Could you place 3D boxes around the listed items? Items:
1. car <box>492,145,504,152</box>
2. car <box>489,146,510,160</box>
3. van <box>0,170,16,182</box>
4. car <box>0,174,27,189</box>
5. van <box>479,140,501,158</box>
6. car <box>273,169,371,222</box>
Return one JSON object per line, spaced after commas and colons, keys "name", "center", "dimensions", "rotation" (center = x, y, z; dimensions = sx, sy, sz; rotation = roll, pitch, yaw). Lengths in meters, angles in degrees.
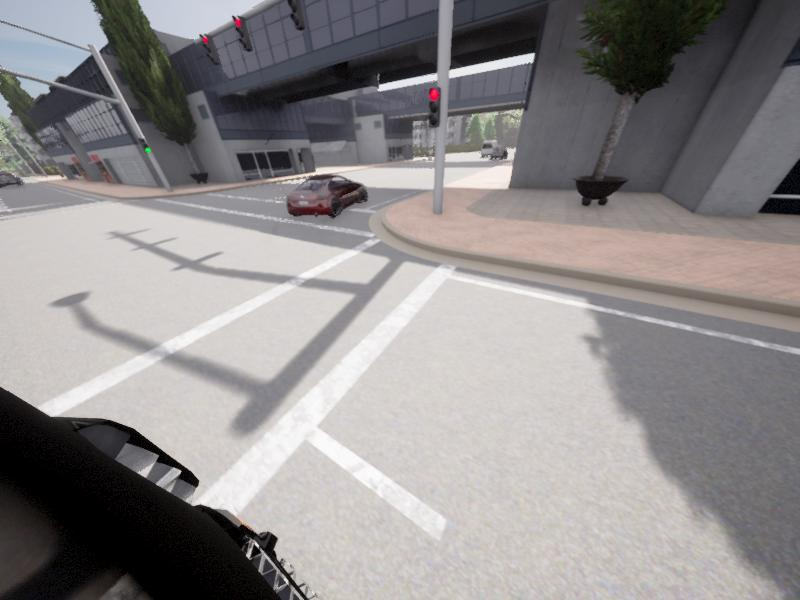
{"name": "car", "center": [26.985, -41.540, 63.338], "dimensions": [1.837, 1.490, 4.892], "rotation": [16, 38, 26]}
{"name": "car", "center": [15.184, -22.321, 35.114], "dimensions": [1.851, 1.617, 3.988], "rotation": [17, 38, 27]}
{"name": "van", "center": [-79.095, -24.796, 46.048], "dimensions": [4.442, 1.987, 1.775], "rotation": [18, 39, 28]}
{"name": "car", "center": [-54.710, -16.644, 32.295], "dimensions": [5.357, 1.411, 2.033], "rotation": [21, 40, 32]}
{"name": "van", "center": [16.597, -27.771, 42.407], "dimensions": [1.988, 2.561, 5.915], "rotation": [17, 38, 27]}
{"name": "car", "center": [-3.042, -4.711, 10.121], "dimensions": [1.994, 1.385, 4.181], "rotation": [6, 34, 14]}
